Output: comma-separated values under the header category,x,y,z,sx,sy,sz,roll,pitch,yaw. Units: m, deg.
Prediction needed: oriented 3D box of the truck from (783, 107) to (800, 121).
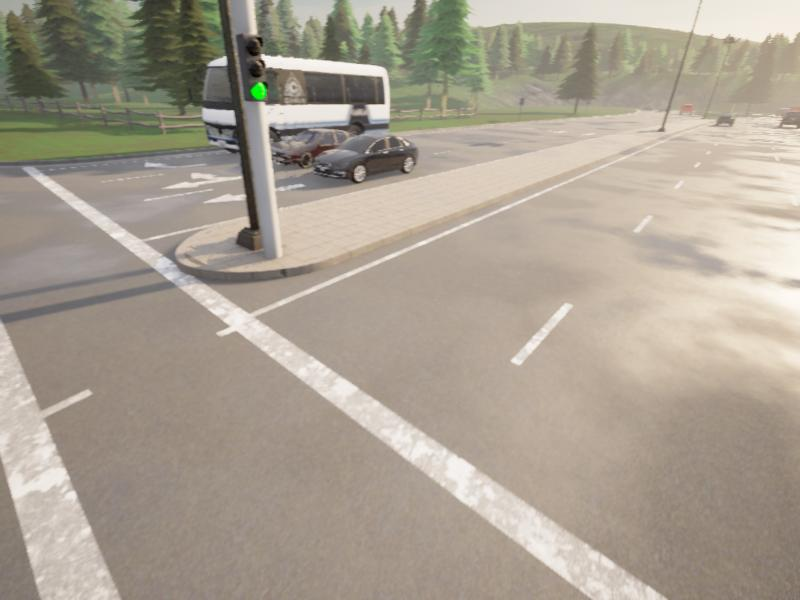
category,x,y,z,sx,sy,sz,roll,pitch,yaw
truck,78.499,-36.627,78.752,5.204,2.467,2.627,-18,33,-32

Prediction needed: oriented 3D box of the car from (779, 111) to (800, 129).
category,x,y,z,sx,sy,sz,roll,pitch,yaw
car,54.436,-25.015,55.520,2.150,2.045,5.566,23,34,34

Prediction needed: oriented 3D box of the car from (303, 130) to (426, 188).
category,x,y,z,sx,sy,sz,roll,pitch,yaw
car,-1.188,-5.641,15.587,1.837,1.490,4.892,22,33,33

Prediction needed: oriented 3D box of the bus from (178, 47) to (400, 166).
category,x,y,z,sx,sy,sz,roll,pitch,yaw
bus,-4.812,-9.945,20.605,3.944,4.253,10.273,22,33,33

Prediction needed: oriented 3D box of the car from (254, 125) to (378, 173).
category,x,y,z,sx,sy,sz,roll,pitch,yaw
car,-3.503,-6.916,17.984,2.033,1.411,5.357,22,33,33

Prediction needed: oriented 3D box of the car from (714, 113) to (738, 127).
category,x,y,z,sx,sy,sz,roll,pitch,yaw
car,45.256,-24.995,55.480,1.837,1.490,4.892,23,34,34
